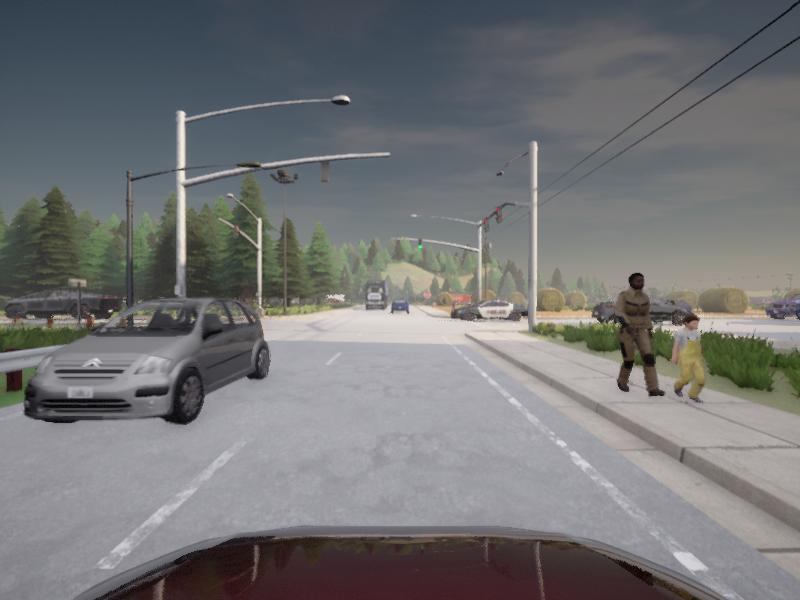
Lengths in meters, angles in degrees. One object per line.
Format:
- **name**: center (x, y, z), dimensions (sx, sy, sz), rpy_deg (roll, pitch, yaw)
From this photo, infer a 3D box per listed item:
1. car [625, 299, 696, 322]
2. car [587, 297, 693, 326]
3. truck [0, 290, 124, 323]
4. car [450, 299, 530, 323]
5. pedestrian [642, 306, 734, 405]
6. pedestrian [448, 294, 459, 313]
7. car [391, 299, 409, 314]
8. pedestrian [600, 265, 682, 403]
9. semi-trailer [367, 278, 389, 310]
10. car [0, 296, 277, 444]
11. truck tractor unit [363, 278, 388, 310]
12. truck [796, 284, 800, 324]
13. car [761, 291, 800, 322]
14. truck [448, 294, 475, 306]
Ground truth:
- **car**: center (17.725, 0.682, 27.351), dimensions (3.633, 1.501, 1.845), rpy_deg (0, 0, -1)
- **car**: center (14.152, 0.645, 23.788), dimensions (5.027, 1.651, 2.152), rpy_deg (0, 0, -1)
- **truck**: center (-22.382, 0.406, 26.621), dimensions (6.274, 2.098, 2.390), rpy_deg (0, 0, -1)
- **car**: center (5.987, 0.689, 27.142), dimensions (4.974, 1.542, 2.038), rpy_deg (0, 0, -1)
- **pedestrian**: center (4.052, 0.741, 5.680), dimensions (0.751, 1.300, 0.751), rpy_deg (0, 0, -4)
- **pedestrian**: center (5.227, 0.318, 38.810), dimensions (0.751, 1.860, 0.751), rpy_deg (0, 0, -43)
- **car**: center (0.002, 0.642, 44.234), dimensions (1.882, 1.535, 5.008), rpy_deg (0, 0, 0)
- **pedestrian**: center (3.456, 0.461, 5.799), dimensions (0.751, 1.860, 0.751), rpy_deg (0, 0, 2)
- **semi-trailer**: center (-3.337, -0.875, 63.432), dimensions (2.717, 4.402, 14.254), rpy_deg (0, 0, 0)
- **car**: center (-3.502, 0.762, 6.378), dimensions (1.851, 1.617, 3.988), rpy_deg (0, 0, 0)
- **truck tractor unit**: center (-3.333, -0.750, 55.523), dimensions (3.053, 4.208, 6.516), rpy_deg (0, 0, 0)
- **truck**: center (27.685, 0.239, 24.024), dimensions (5.204, 2.467, 2.627), rpy_deg (-1, 0, -1)
- **car**: center (28.603, 0.426, 27.542), dimensions (5.566, 2.045, 2.150), rpy_deg (0, 0, -1)
- **truck**: center (12.950, -0.015, 84.574), dimensions (5.204, 2.467, 2.627), rpy_deg (0, 0, 3)
